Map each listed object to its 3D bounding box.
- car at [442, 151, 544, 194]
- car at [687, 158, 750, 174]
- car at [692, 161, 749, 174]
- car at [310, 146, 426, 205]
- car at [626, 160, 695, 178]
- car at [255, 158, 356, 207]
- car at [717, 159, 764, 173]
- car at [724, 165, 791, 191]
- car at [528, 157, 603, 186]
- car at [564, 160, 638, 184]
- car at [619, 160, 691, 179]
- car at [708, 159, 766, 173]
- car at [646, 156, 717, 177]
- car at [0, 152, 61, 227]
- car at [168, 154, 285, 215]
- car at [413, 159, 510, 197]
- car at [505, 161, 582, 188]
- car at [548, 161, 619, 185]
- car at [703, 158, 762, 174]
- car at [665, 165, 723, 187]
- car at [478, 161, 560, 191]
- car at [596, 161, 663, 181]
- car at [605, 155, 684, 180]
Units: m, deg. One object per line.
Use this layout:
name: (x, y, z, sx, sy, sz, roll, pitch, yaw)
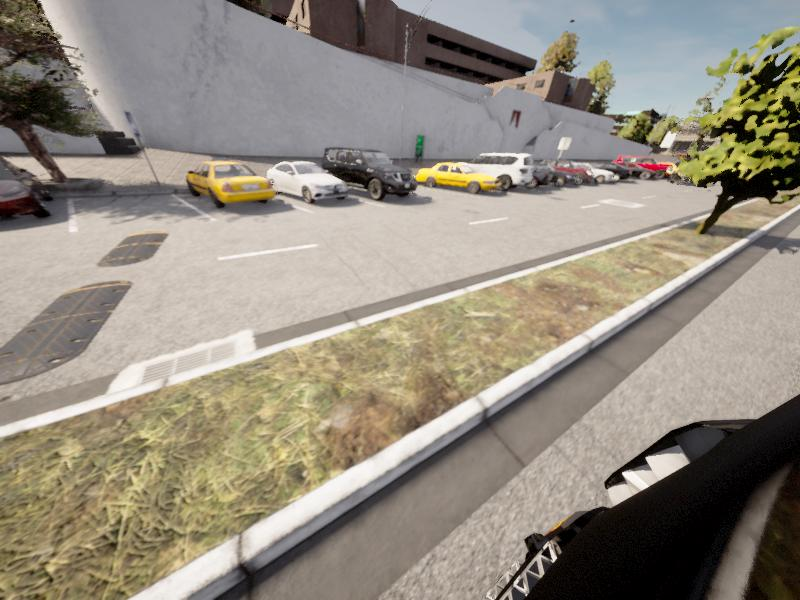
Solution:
car: (6.024, -8.772, 15.639, 5.566, 2.045, 2.435, 26, 40, 32)
car: (52.938, -22.484, 38.652, 5.566, 2.045, 2.435, 26, 40, 32)
car: (55.420, -23.085, 40.157, 5.366, 1.575, 1.946, 26, 40, 32)
car: (-1.747, -6.510, 11.748, 5.566, 2.045, 2.435, 26, 40, 32)
car: (31.964, -16.280, 28.619, 5.366, 1.575, 1.946, 26, 41, 32)
car: (-4.393, -5.541, 10.625, 4.674, 1.452, 2.002, 26, 40, 32)
car: (66.138, -26.134, 44.984, 4.442, 1.987, 1.878, 26, 40, 32)
car: (32.096, -11.066, 20.781, 4.611, 1.667, 2.242, -16, 38, -25)
car: (13.844, -10.950, 19.556, 4.553, 1.767, 2.185, 26, 40, 32)
car: (19.080, -12.363, 22.151, 5.008, 1.535, 2.097, 26, 41, 32)
car: (29.647, -15.380, 27.151, 5.366, 1.575, 1.946, 26, 40, 32)
car: (63.446, -25.452, 43.750, 5.566, 2.045, 2.435, 26, 40, 32)
car: (37.299, -17.953, 30.952, 5.566, 2.045, 2.435, 26, 41, 32)
car: (-12.187, -3.336, 6.707, 4.792, 1.488, 2.163, 26, 40, 32)
car: (-7.142, -4.905, 9.394, 5.366, 1.575, 1.946, 26, 40, 32)
car: (3.573, -7.736, 14.379, 5.366, 1.575, 1.946, 26, 40, 32)
car: (11.258, -10.035, 18.356, 4.674, 1.452, 2.002, 26, 40, 32)
car: (16.468, -11.566, 20.907, 4.674, 1.452, 2.002, 26, 40, 32)
car: (60.775, -24.727, 42.499, 5.566, 2.045, 2.435, 26, 41, 32)
car: (27.003, -11.425, 21.203, 4.892, 1.490, 1.837, -16, 38, -25)
car: (8.620, -9.293, 17.075, 4.792, 1.488, 2.163, 26, 41, 32)
car: (24.314, -13.875, 24.705, 4.792, 1.488, 2.163, 26, 40, 32)
car: (26.928, -14.879, 25.826, 5.566, 2.045, 2.435, 26, 40, 32)
